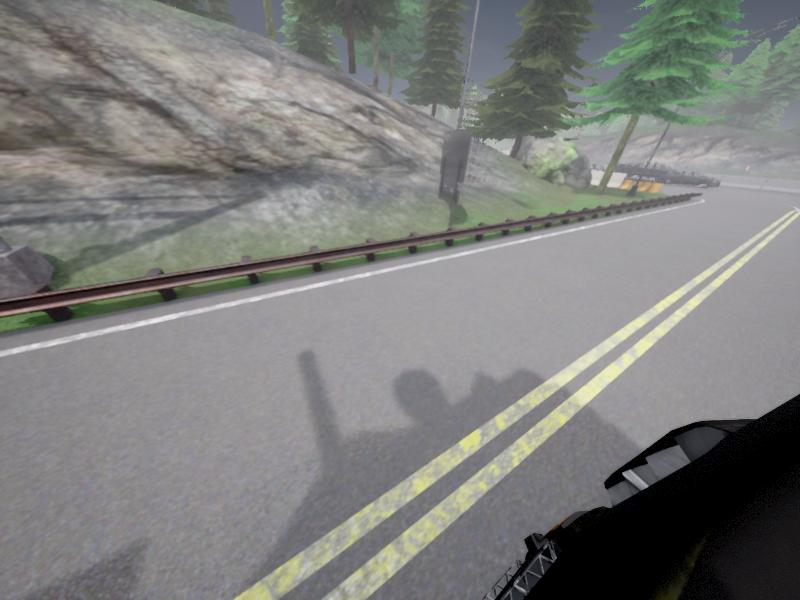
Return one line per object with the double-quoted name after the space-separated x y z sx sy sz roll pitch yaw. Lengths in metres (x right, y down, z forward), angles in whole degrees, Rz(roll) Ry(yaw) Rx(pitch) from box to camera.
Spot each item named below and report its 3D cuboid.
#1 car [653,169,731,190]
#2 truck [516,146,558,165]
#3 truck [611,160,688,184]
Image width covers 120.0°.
32.130 -13.419 25.615 2.128 1.511 4.902 -17 39 -27 "car"
35.428 -37.737 60.226 2.891 3.827 8.468 -17 38 -27 "truck"
32.594 -17.037 30.544 2.390 2.098 6.274 -16 38 -27 "truck"
